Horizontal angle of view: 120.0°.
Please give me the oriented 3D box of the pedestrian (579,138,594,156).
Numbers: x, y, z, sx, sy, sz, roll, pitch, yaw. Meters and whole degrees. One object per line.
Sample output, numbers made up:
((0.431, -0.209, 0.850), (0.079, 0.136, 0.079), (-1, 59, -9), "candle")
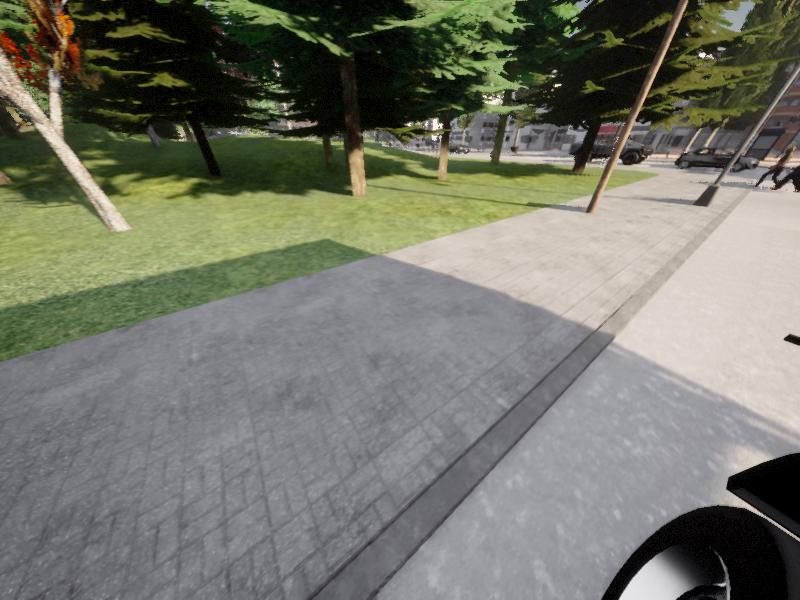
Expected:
((23.727, -19.431, 29.403), (0.751, 1.860, 0.751), (26, 43, 32), "pedestrian")

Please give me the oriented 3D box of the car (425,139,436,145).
((9.649, -50.722, 74.276), (1.845, 1.501, 3.633), (-15, 38, -19), "car")

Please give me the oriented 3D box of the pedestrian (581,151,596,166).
((15.992, -12.015, 19.621), (0.500, 1.100, 0.500), (-24, 41, -29), "pedestrian")

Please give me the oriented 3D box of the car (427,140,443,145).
((10.926, -49.221, 72.287), (4.536, 1.218, 1.853), (-3, 35, -4), "car")

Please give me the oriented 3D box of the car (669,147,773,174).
((24.168, -10.723, 17.617), (1.816, 1.474, 4.193), (-20, 40, -26), "car")

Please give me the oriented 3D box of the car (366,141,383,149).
((-6.678, -39.910, 59.462), (1.930, 1.638, 5.238), (-22, 41, -28), "car")

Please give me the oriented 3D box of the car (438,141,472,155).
((8.446, -23.693, 36.000), (2.152, 1.651, 5.027), (-22, 41, -28), "car")

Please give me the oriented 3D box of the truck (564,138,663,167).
((20.121, -14.357, 22.260), (2.390, 2.098, 6.274), (-22, 41, -28), "truck")

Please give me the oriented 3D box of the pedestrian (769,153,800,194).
((18.323, -5.958, 10.538), (0.751, 1.860, 0.751), (-24, 42, -30), "pedestrian")

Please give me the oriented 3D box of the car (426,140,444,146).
((10.978, -49.095, 72.382), (4.974, 1.542, 2.038), (-3, 35, -4), "car")

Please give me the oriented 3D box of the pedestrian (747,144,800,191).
((18.177, -6.343, 11.085), (0.751, 1.860, 0.751), (23, 42, 30), "pedestrian")
